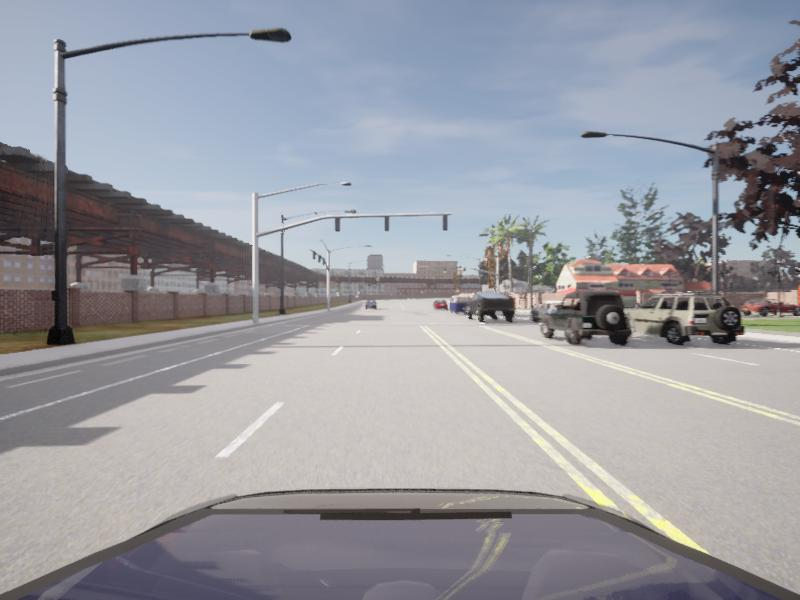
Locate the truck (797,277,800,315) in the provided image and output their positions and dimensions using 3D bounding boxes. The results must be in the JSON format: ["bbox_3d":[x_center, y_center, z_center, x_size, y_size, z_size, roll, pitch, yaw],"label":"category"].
[{"bbox_3d":[44.501,-0.392,39.244,8.468,3.827,2.891,0,0,-2],"label":"truck"}]

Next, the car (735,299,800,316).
[{"bbox_3d":[35.951,0.721,38.871,5.027,1.651,2.152,0,0,-3],"label":"car"}]

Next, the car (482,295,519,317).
[{"bbox_3d":[9.864,0.531,39.793,2.150,2.045,5.566,0,0,-1],"label":"car"}]

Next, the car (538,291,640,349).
[{"bbox_3d":[6.780,0.633,14.859,1.905,1.878,3.866,0,0,-1],"label":"car"}]

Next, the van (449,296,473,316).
[{"bbox_3d":[6.332,0.567,41.888,1.775,1.987,4.442,0,0,-1],"label":"van"}]

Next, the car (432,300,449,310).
[{"bbox_3d":[6.040,0.717,60.022,2.007,1.525,4.514,0,1,-1],"label":"car"}]

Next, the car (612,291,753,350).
[{"bbox_3d":[10.263,0.636,15.110,1.932,1.855,4.605,0,0,-2],"label":"car"}]

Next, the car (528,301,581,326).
[{"bbox_3d":[10.087,0.833,26.488,1.970,1.475,3.806,0,0,-1],"label":"car"}]

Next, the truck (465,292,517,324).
[{"bbox_3d":[6.533,0.527,29.633,2.390,2.098,6.274,0,0,-1],"label":"truck"}]
